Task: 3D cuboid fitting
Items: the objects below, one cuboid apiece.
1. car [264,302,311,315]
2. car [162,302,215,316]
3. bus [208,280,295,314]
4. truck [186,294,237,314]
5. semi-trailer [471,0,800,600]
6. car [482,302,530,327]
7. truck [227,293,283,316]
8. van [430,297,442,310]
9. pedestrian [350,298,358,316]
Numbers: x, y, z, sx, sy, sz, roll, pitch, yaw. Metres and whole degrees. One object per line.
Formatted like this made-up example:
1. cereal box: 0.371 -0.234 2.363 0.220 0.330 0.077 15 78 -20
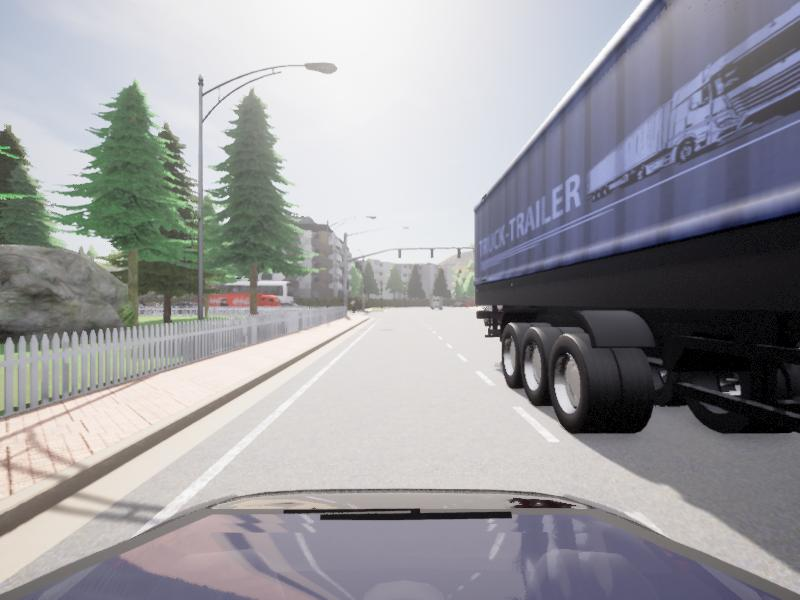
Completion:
1. car: -13.130 0.970 46.932 4.902 1.511 2.128 0 0 2
2. car: -23.031 0.970 43.681 4.892 1.490 1.837 0 0 1
3. bus: -19.835 -0.376 53.987 10.273 4.253 3.944 0 0 1
4. truck: -23.840 0.506 50.703 5.204 2.467 2.627 0 0 2
5. semi-trailer: 3.313 -0.605 3.538 2.717 4.402 14.254 0 0 -1
6. car: 7.000 0.901 26.915 1.882 1.535 5.008 0 0 0
7. truck: -15.676 0.481 43.498 5.204 2.467 2.627 0 0 2
8. van: 7.038 0.593 77.686 2.351 2.431 6.366 0 0 6
9. pedestrian: -4.873 0.759 42.362 0.751 1.860 0.751 0 0 7
